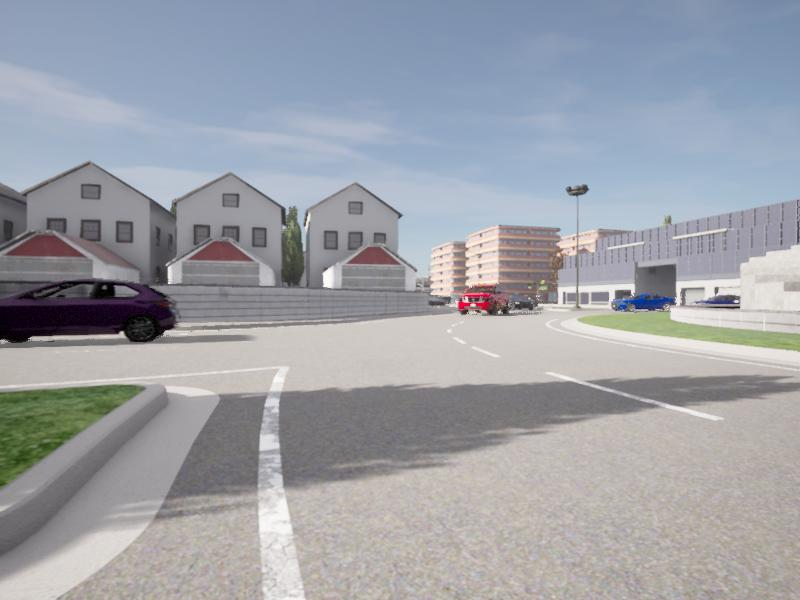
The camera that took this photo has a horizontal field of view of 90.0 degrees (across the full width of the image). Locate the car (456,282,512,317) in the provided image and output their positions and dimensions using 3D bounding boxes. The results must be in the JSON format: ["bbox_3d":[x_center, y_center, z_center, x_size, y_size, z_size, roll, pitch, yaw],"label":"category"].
[{"bbox_3d":[5.683,-0.034,26.453,2.150,2.045,5.566,0,0,28],"label":"car"}]

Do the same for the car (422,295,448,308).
[{"bbox_3d":[4.832,0.165,56.430,1.930,1.638,5.238,0,1,-16],"label":"car"}]

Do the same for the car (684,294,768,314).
[{"bbox_3d":[24.458,0.274,30.168,4.674,1.442,1.812,0,0,7],"label":"car"}]

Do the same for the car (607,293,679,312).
[{"bbox_3d":[20.231,0.226,33.378,5.008,1.535,1.882,0,0,-5],"label":"car"}]

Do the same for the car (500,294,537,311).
[{"bbox_3d":[11.528,0.225,39.292,2.038,1.542,4.974,0,0,-3],"label":"car"}]

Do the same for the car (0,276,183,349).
[{"bbox_3d":[-7.504,0.249,9.273,4.193,1.474,1.816,0,0,-23],"label":"car"}]
